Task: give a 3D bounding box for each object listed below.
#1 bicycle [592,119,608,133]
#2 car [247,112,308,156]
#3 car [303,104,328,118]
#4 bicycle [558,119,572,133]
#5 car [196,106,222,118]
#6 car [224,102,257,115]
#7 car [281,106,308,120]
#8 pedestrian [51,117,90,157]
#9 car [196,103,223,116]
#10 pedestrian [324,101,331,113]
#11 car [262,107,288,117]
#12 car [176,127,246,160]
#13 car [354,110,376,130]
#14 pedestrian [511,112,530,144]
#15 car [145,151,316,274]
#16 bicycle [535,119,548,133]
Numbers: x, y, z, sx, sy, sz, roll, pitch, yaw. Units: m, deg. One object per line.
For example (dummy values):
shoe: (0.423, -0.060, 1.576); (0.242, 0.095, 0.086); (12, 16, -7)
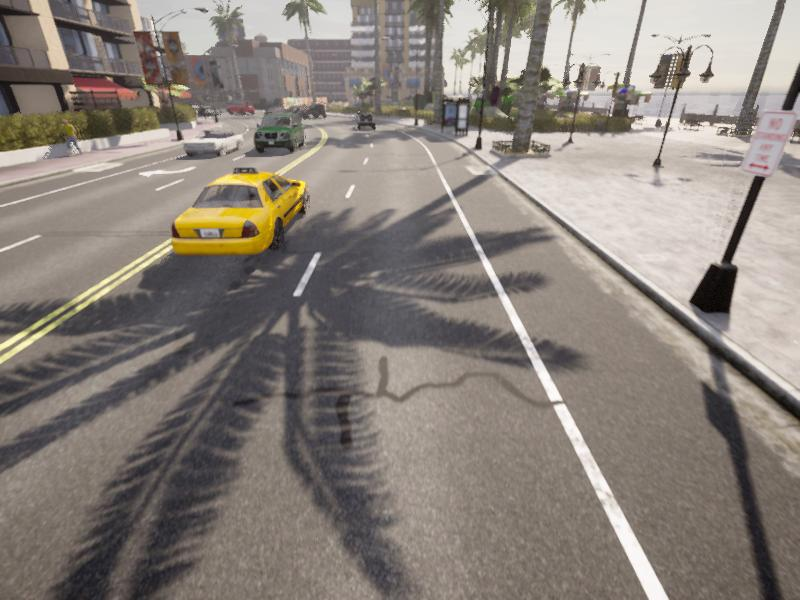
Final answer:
bicycle: (17.138, -14.945, 34.365); (0.373, 1.024, 1.643); (0, 27, -1)
car: (-7.227, -10.206, 24.349); (2.150, 2.045, 5.566); (-1, 27, -3)
car: (-12.565, -28.144, 59.545); (1.905, 1.878, 3.866); (-19, 32, -32)
bicycle: (14.121, -14.927, 34.335); (0.373, 1.024, 1.643); (0, 27, -1)
car: (-30.339, -29.910, 63.580); (3.806, 1.475, 1.970); (21, 34, 34)
car: (-27.697, -33.257, 69.399); (5.566, 2.045, 2.150); (16, 31, 29)
car: (-15.137, -26.912, 57.390); (2.242, 1.667, 4.611); (-16, 31, -28)
pedestrian: (-17.126, -8.488, 20.828); (0.751, 1.860, 0.751); (2, 27, 3)
car: (-32.537, -32.692, 68.491); (3.866, 1.878, 1.905); (14, 30, 26)
pedestrian: (-13.180, -35.092, 72.764); (0.751, 1.860, 0.751); (-21, 34, -34)
car: (-19.804, -29.797, 63.340); (1.994, 1.385, 4.181); (-24, 35, -38)
car: (-10.662, -9.119, 23.054); (1.895, 1.301, 4.718); (-1, 27, -2)
car: (-3.594, -18.442, 40.902); (1.851, 1.617, 3.988); (-4, 27, -8)
pedestrian: (7.849, -11.207, 26.090); (0.751, 1.860, 0.751); (-3, 27, -6)
car: (-3.507, -2.420, 9.648); (1.801, 1.575, 5.366); (0, 27, 0)
bicycle: (12.109, -14.915, 34.315); (0.373, 1.024, 1.643); (0, 27, -1)
